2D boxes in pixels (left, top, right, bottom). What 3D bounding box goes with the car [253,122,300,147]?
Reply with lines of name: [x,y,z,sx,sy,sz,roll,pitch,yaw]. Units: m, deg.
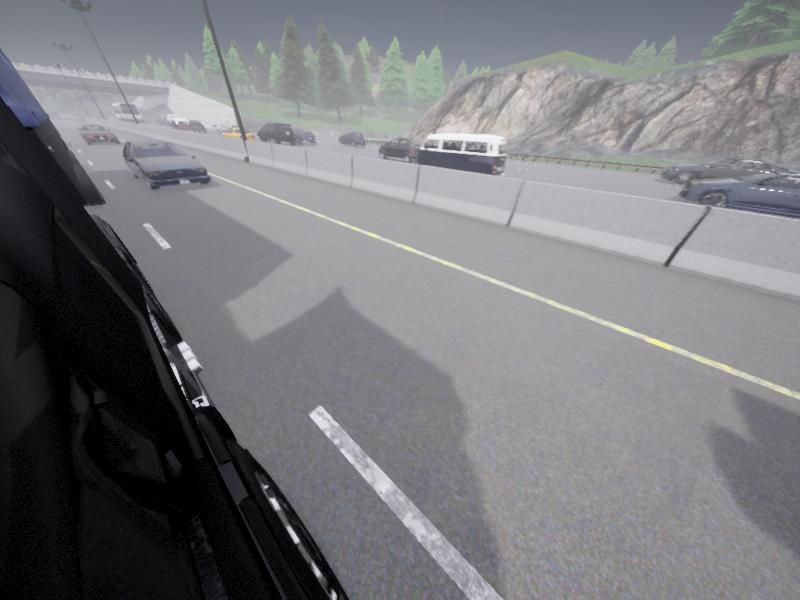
car: [-14.385,-19.282,26.808,5.566,2.045,2.150,28,44,30]

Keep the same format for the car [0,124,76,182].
car: [-16.323,-6.472,9.938,4.856,1.649,2.033,28,44,30]

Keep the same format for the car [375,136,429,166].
car: [0.098,-11.404,17.585,3.705,1.549,1.789,28,44,30]

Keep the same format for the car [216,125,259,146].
car: [-18.203,-18.381,25.763,5.366,1.575,1.801,28,44,30]

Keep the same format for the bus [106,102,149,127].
bus: [-64.951,-44.158,55.099,10.273,4.253,3.944,28,44,30]

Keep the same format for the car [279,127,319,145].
car: [-13.011,-21.112,29.690,5.027,1.651,2.152,28,44,30]

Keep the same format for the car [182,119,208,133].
car: [-36.560,-30.966,41.197,4.605,1.855,1.932,28,44,30]

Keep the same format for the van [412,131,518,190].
van: [3.096,-7.282,11.857,4.480,2.038,2.069,28,44,30]

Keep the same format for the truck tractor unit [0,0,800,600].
truck tractor unit: [-2.645,-0.295,0.351,6.516,4.208,3.053,28,44,30]

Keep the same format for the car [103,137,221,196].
car: [-9.793,-5.647,9.429,5.357,1.411,2.033,28,44,30]

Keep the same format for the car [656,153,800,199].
car: [18.330,-7.189,13.103,4.902,1.511,2.128,28,44,30]

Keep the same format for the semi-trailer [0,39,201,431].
semi-trailer: [-8.677,-3.614,4.257,14.254,4.402,2.717,28,44,30]

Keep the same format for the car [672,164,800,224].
car: [13.791,-4.073,8.785,4.181,1.385,1.994,28,44,30]

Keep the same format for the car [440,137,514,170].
car: [5.690,-11.223,17.585,4.611,1.667,2.242,28,44,30]

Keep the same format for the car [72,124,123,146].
car: [-26.490,-14.486,20.235,4.181,1.385,1.994,28,44,30]

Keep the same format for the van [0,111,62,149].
van: [-27.577,-12.604,17.097,4.480,2.038,2.069,28,44,30]

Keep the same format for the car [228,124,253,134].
car: [-31.219,-33.405,45.182,5.357,1.411,2.033,28,44,30]

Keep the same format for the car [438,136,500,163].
car: [6.114,-13.728,20.956,4.611,1.667,2.242,28,44,30]

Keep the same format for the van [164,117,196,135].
van: [-34.199,-27.049,35.976,4.480,2.038,2.069,28,44,30]

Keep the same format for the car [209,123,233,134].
car: [-33.265,-31.775,42.840,4.674,1.442,1.812,28,44,30]

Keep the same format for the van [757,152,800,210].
van: [19.306,-4.364,8.532,5.915,2.561,1.988,28,44,30]

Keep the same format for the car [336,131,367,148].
car: [-6.073,-20.132,28.882,3.633,1.501,1.845,28,44,30]
